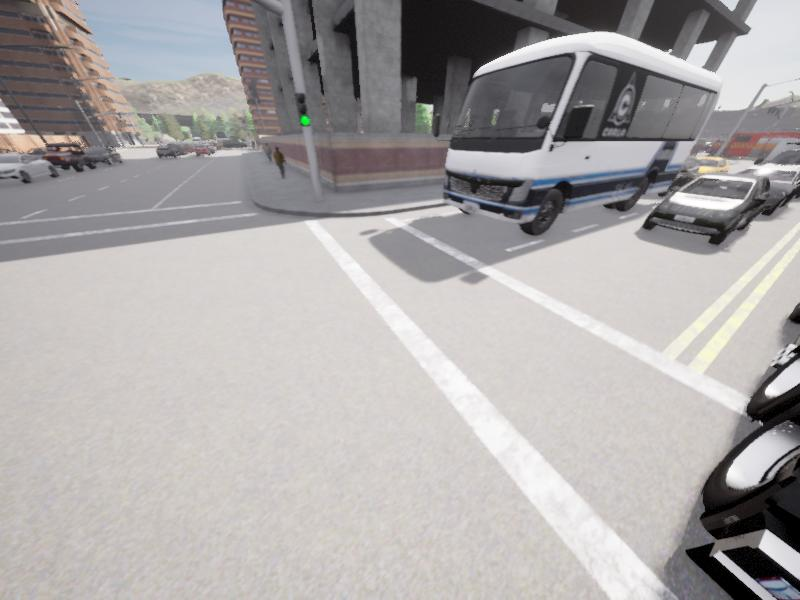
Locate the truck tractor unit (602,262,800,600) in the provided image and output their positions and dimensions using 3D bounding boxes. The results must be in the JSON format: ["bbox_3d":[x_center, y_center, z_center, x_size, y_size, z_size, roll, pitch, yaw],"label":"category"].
[{"bbox_3d":[5.113,-0.298,0.785,6.516,4.208,3.053,-18,39,-24],"label":"truck tractor unit"}]

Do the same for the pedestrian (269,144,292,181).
[{"bbox_3d":[-7.274,-8.377,14.057,0.751,1.860,0.751,-16,38,-22],"label":"pedestrian"}]

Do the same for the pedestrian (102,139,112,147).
[{"bbox_3d":[-77.167,-41.385,60.863,0.751,1.860,0.751,-18,39,-25],"label":"pedestrian"}]

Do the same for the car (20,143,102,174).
[{"bbox_3d":[-26.591,-11.329,18.397,1.905,1.878,3.866,-18,39,-24],"label":"car"}]

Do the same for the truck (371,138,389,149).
[{"bbox_3d":[-5.263,-41.478,61.188,2.615,2.467,5.204,-18,39,-24],"label":"truck"}]

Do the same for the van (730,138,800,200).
[{"bbox_3d":[21.399,-7.171,12.408,6.366,2.431,2.351,-18,39,-24],"label":"van"}]

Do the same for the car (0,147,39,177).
[{"bbox_3d":[-29.376,-9.974,16.669,1.851,1.617,3.988,-18,39,-24],"label":"car"}]

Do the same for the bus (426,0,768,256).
[{"bbox_3d":[6.374,-5.255,7.909,10.273,4.253,3.944,-18,39,-24],"label":"bus"}]

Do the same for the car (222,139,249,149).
[{"bbox_3d":[-43.421,-41.233,61.123,5.566,2.045,2.150,-18,39,-24],"label":"car"}]

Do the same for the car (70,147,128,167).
[{"bbox_3d":[-29.738,-14.356,23.068,1.837,1.490,4.892,-18,39,-24],"label":"car"}]

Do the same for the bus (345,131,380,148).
[{"bbox_3d":[-12.220,-52.283,75.374,10.273,4.253,3.944,-18,39,-24],"label":"bus"}]

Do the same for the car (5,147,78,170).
[{"bbox_3d":[-32.414,-13.004,21.115,1.816,1.474,4.193,-18,39,-24],"label":"car"}]

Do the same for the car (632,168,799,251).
[{"bbox_3d":[9.251,-2.858,6.852,3.705,1.549,1.789,-18,39,-24],"label":"car"}]

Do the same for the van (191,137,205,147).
[{"bbox_3d":[-67.087,-52.652,76.846,1.988,2.561,5.915,-18,39,-24],"label":"van"}]

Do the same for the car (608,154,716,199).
[{"bbox_3d":[13.981,-6.753,12.399,4.611,1.667,2.242,-18,39,-25],"label":"car"}]

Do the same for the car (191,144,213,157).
[{"bbox_3d":[-30.124,-22.886,35.283,1.789,1.549,3.705,-18,39,-24],"label":"car"}]

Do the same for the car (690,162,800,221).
[{"bbox_3d":[14.816,-4.651,9.522,4.902,1.511,2.128,-18,39,-24],"label":"car"}]

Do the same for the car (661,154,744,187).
[{"bbox_3d":[20.110,-8.711,15.354,5.366,1.575,1.801,-18,39,-24],"label":"car"}]

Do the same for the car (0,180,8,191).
[{"bbox_3d":[-20.776,-5.279,10.113,1.970,1.475,3.806,-18,39,-24],"label":"car"}]

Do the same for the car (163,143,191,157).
[{"bbox_3d":[-34.762,-23.560,36.143,2.033,1.649,4.856,-18,39,-24],"label":"car"}]

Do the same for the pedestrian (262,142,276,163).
[{"bbox_3d":[-13.628,-15.321,23.982,0.751,1.860,0.751,-16,38,-22],"label":"pedestrian"}]

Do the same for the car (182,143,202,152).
[{"bbox_3d":[-42.242,-31.086,47.011,2.007,1.525,4.514,-18,39,-24],"label":"car"}]

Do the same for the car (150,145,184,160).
[{"bbox_3d":[-31.438,-20.142,31.361,2.128,1.511,4.902,-18,39,-24],"label":"car"}]

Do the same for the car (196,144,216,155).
[{"bbox_3d":[-32.968,-25.737,39.425,1.970,1.475,3.806,-18,39,-24],"label":"car"}]

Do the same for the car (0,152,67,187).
[{"bbox_3d":[-23.600,-8.113,14.191,1.812,1.442,4.674,-18,39,-24],"label":"car"}]

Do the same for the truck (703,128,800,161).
[{"bbox_3d":[54.272,-23.831,35.386,2.891,3.827,8.468,-8,36,-12],"label":"truck"}]
